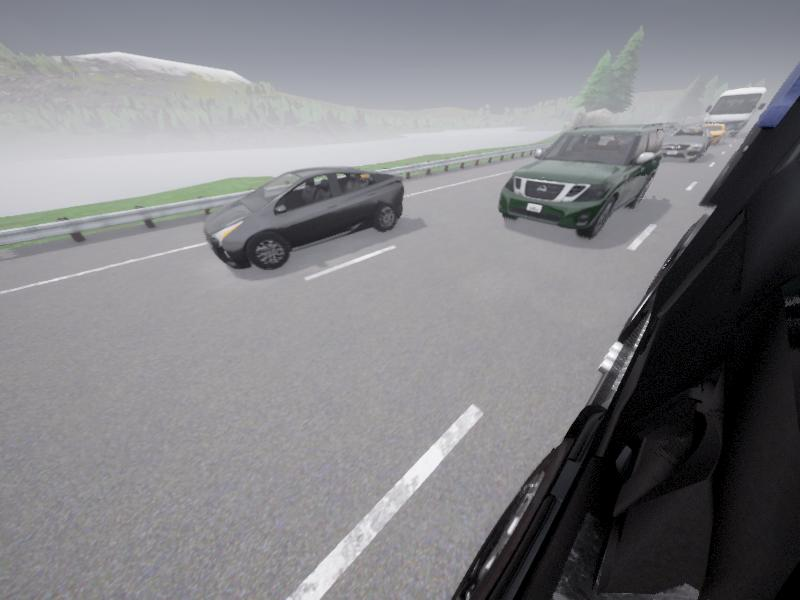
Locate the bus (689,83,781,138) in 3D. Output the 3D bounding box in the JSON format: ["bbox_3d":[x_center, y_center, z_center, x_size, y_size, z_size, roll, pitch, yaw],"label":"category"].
[{"bbox_3d":[38.950,-21.728,27.026,10.273,4.253,3.944,-26,43,-30],"label":"bus"}]

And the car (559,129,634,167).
[{"bbox_3d":[12.561,-9.789,14.729,5.366,1.575,1.801,-27,43,-29],"label":"car"}]

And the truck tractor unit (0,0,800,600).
[{"bbox_3d":[2.645,-0.295,0.352,6.516,4.208,3.053,-28,44,-30],"label":"truck tractor unit"}]

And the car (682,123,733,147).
[{"bbox_3d":[27.516,-14.801,20.641,5.008,1.535,1.882,-27,43,-30],"label":"car"}]

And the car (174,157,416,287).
[{"bbox_3d":[-1.978,-2.204,5.430,4.514,1.525,2.007,-28,44,-30],"label":"car"}]

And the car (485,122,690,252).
[{"bbox_3d":[5.060,-3.391,6.189,5.566,2.045,2.150,-27,43,-29],"label":"car"}]

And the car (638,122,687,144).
[{"bbox_3d":[27.625,-17.618,24.302,4.611,1.667,2.242,-27,43,-30],"label":"car"}]

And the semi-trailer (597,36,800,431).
[{"bbox_3d":[8.738,-3.557,4.217,14.254,4.402,2.717,-27,43,-30],"label":"semi-trailer"}]

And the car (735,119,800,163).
[{"bbox_3d":[21.626,-9.153,13.188,4.553,1.767,2.097,-27,43,-29],"label":"car"}]

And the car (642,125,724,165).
[{"bbox_3d":[17.388,-9.594,14.163,5.027,1.651,2.152,-27,43,-30],"label":"car"}]
